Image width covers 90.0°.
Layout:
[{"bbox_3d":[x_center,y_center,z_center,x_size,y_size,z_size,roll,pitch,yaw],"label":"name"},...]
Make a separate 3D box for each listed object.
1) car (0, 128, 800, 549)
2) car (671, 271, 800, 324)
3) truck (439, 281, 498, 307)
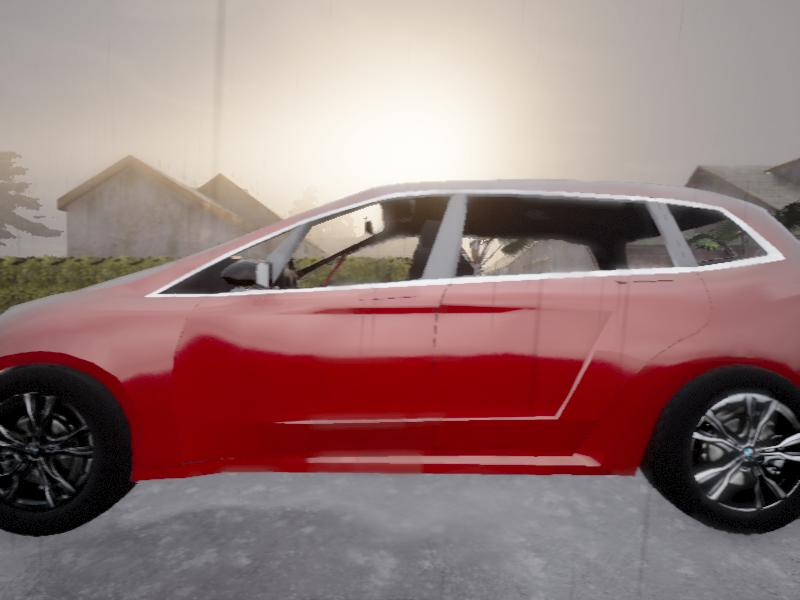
[{"bbox_3d":[-0.005,0.157,2.715,4.611,1.667,2.242,0,0,0],"label":"car"},{"bbox_3d":[11.200,-0.078,13.271,1.845,1.501,3.633,0,0,-3],"label":"car"},{"bbox_3d":[10.241,-0.917,60.268,8.468,3.827,2.891,0,0,0],"label":"truck"}]
